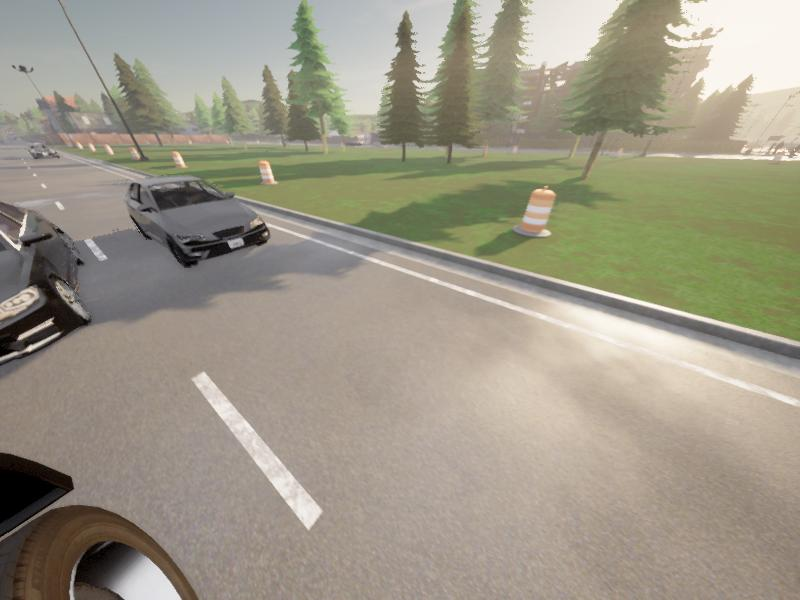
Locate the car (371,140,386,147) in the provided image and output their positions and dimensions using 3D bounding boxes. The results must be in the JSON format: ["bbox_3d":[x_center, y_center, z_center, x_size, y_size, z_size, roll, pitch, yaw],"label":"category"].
[{"bbox_3d":[-6.032,-43.686,64.414,3.633,1.501,1.845,23,41,28],"label":"car"}]

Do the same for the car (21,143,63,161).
[{"bbox_3d":[-40.626,-16.860,26.234,3.806,1.475,1.970,23,41,28],"label":"car"}]

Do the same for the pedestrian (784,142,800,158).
[{"bbox_3d":[56.591,-21.434,33.022,0.751,1.860,0.751,24,42,30],"label":"pedestrian"}]

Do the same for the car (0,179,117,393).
[{"bbox_3d":[-6.256,-0.473,3.223,4.902,1.511,2.128,26,43,32],"label":"car"}]

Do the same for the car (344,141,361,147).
[{"bbox_3d":[-13.429,-44.180,65.288,4.718,1.301,1.895,23,41,28],"label":"car"}]

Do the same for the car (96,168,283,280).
[{"bbox_3d":[-5.083,-2.118,5.594,4.193,1.474,1.816,23,41,28],"label":"car"}]
